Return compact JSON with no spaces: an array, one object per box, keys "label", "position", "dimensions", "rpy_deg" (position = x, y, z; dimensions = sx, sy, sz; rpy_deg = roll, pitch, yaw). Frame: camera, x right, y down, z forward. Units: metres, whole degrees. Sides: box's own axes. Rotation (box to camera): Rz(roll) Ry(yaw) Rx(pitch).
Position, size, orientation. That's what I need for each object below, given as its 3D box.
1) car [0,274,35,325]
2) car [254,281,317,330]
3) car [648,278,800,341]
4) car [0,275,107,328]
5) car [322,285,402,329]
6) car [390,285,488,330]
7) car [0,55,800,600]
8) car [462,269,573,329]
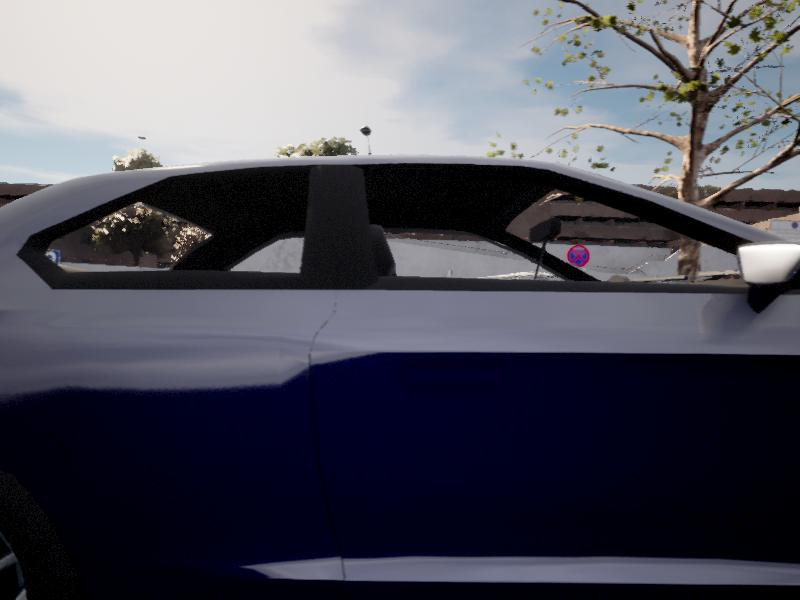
[{"label":"car","position":[-16.536,-0.019,15.552],"dimensions":[1.878,1.987,4.442],"rpy_deg":[1,-1,-20]},{"label":"car","position":[-4.601,0.218,15.472],"dimensions":[1.946,1.575,5.366],"rpy_deg":[1,-1,-20]},{"label":"car","position":[8.943,0.239,10.556],"dimensions":[3.633,1.501,1.845],"rpy_deg":[0,0,0]},{"label":"car","position":[-13.610,0.087,15.685],"dimensions":[2.185,1.767,4.553],"rpy_deg":[1,-1,-20]},{"label":"car","position":[-1.687,0.267,15.645],"dimensions":[2.002,1.452,4.674],"rpy_deg":[1,-1,-20]},{"label":"car","position":[1.287,0.271,15.635],"dimensions":[2.002,1.452,4.674],"rpy_deg":[0,-1,-20]},{"label":"car","position":[0.363,0.254,1.701],"dimensions":[4.193,1.474,1.816],"rpy_deg":[0,0,0]},{"label":"car","position":[4.312,0.008,15.530],"dimensions":[1.878,1.987,4.442],"rpy_deg":[1,-1,-20]}]
